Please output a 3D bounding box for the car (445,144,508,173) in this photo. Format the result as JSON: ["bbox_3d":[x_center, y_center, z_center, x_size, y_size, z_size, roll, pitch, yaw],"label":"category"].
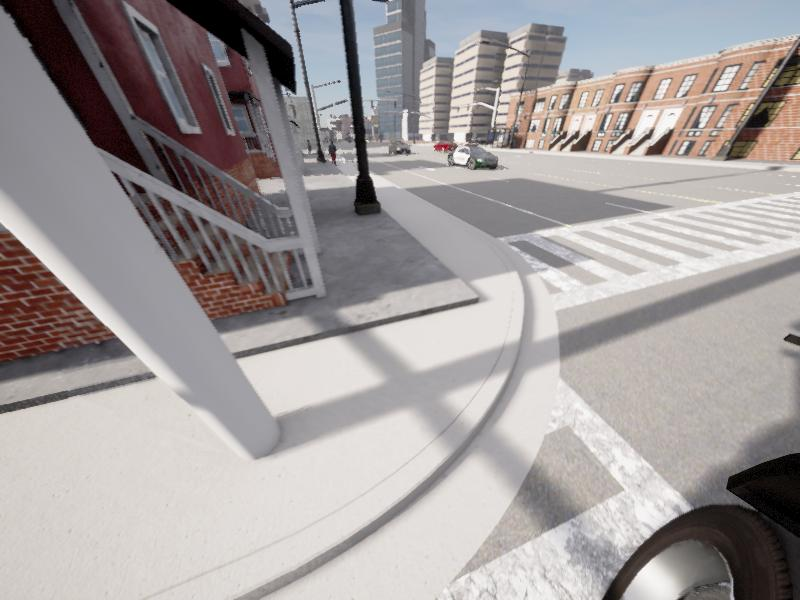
[{"bbox_3d":[5.623,-11.109,17.925,2.038,1.542,4.974,-12,37,-14],"label":"car"}]

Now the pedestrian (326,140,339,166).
[{"bbox_3d":[-5.855,-12.776,20.111,0.751,1.860,0.751,-8,36,-10],"label":"pedestrian"}]

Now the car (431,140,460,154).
[{"bbox_3d":[6.507,-22.520,33.887,1.882,1.535,5.008,-12,37,-14],"label":"car"}]

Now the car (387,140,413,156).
[{"bbox_3d":[-0.114,-21.163,32.119,2.242,1.667,4.611,-12,37,-14],"label":"car"}]

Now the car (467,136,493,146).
[{"bbox_3d":[18.202,-36.229,52.575,5.238,1.638,1.930,-12,37,-14],"label":"car"}]

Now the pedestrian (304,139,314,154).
[{"bbox_3d":[-13.659,-22.995,34.658,0.751,1.860,0.751,-18,39,-22],"label":"pedestrian"}]
